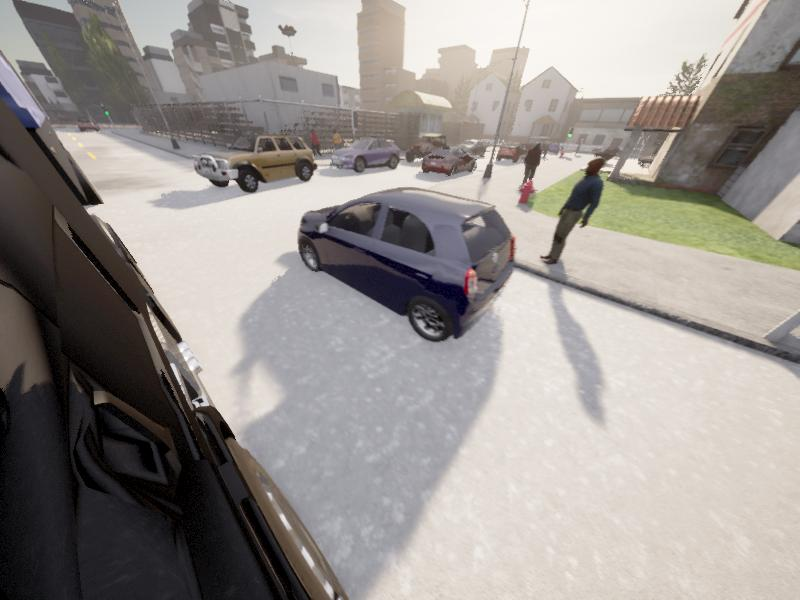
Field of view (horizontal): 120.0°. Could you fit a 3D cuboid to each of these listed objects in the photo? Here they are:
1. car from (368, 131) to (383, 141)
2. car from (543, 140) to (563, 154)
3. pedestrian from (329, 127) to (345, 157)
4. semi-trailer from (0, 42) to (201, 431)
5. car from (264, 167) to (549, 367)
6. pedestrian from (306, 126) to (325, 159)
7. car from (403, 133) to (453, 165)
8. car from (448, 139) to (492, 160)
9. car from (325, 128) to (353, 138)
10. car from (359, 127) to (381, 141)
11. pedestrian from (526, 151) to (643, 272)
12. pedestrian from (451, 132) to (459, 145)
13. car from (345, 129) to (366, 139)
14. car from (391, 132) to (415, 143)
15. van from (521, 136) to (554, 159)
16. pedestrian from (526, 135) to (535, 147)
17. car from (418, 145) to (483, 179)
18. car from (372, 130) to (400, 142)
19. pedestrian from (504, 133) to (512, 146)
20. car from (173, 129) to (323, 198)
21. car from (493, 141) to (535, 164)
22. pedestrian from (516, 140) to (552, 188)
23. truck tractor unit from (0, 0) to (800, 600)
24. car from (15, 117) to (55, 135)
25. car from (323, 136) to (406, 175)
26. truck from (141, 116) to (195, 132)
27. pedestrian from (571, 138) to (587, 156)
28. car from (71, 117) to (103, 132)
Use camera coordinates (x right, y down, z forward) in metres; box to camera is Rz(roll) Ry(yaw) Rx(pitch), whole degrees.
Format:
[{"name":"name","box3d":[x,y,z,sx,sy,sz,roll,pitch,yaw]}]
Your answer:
[{"name":"car","box3d":[-4.419,-29.443,41.482,1.481,1.379,2.207,28,44,30]},{"name":"car","box3d":[22.765,-22.829,34.500,1.816,1.474,4.193,18,39,19]},{"name":"pedestrian","box3d":[-4.859,-12.195,17.898,0.751,1.860,0.751,28,44,30]},{"name":"semi-trailer","box3d":[-8.697,-3.605,4.229,14.254,4.402,2.717,28,44,30]},{"name":"car","box3d":[-0.140,-0.976,3.681,3.633,1.501,1.845,28,43,30]},{"name":"pedestrian","box3d":[-6.123,-11.412,16.767,0.751,1.860,0.751,31,45,32]},{"name":"car","box3d":[2.276,-12.042,18.363,1.905,1.878,3.866,28,44,30]},{"name":"car","box3d":[7.085,-15.175,23.191,2.128,1.511,4.902,28,43,30]},{"name":"car","box3d":[-12.687,-34.914,48.308,2.033,1.415,5.357,28,44,30]},{"name":"car","box3d":[-5.510,-30.872,42.975,1.905,1.878,3.866,28,44,30]},{"name":"pedestrian","box3d":[3.090,-1.540,4.160,0.751,1.860,0.751,8,37,7]},{"name":"pedestrian","box3d":[9.384,-27.694,39.605,0.751,1.860,0.751,27,43,29]},{"name":"car","box3d":[-8.838,-33.233,46.204,1.845,1.501,3.633,28,44,30]},{"name":"car","box3d":[0.506,-27.897,39.673,1.816,1.474,4.193,28,44,30]},{"name":"van","box3d":[15.897,-17.628,26.657,1.775,1.987,4.442,28,44,30]},{"name":"pedestrian","box3d":[25.282,-30.823,44.834,0.751,1.860,0.751,28,43,30]},{"name":"car","box3d":[3.185,-8.695,14.374,1.994,1.385,4.181,28,43,29]},{"name":"car","box3d":[-2.392,-28.924,40.745,2.242,1.667,4.611,28,44,30]},{"name":"pedestrian","box3d":[20.520,-30.542,43.979,0.751,1.860,0.751,20,40,22]},{"name":"car","box3d":[-5.628,-5.803,9.499,1.932,1.855,4.605,17,39,19]},{"name":"car","box3d":[10.829,-13.995,21.840,2.007,1.525,4.514,28,43,30]},{"name":"pedestrian","box3d":[6.301,-6.455,10.954,0.751,1.860,0.751,28,44,30]},{"name":"truck tractor unit","box3d":[-2.645,-0.295,0.351,6.516,4.208,3.053,28,44,30]},{"name":"car","box3d":[-40.534,-19.364,25.720,4.193,1.474,1.816,28,43,29]},{"name":"car","box3d":[-1.963,-9.041,14.286,2.033,1.649,4.856,28,43,30]},{"name":"truck","box3d":[-41.842,-31.853,41.840,2.390,2.098,6.274,28,44,30]},{"name":"pedestrian","box3d":[22.943,-19.624,29.658,0.751,1.860,0.751,10,37,9]},{"name":"car","box3d":[-45.002,-25.333,33.313,1.851,1.617,3.988,-25,45,-32]}]
